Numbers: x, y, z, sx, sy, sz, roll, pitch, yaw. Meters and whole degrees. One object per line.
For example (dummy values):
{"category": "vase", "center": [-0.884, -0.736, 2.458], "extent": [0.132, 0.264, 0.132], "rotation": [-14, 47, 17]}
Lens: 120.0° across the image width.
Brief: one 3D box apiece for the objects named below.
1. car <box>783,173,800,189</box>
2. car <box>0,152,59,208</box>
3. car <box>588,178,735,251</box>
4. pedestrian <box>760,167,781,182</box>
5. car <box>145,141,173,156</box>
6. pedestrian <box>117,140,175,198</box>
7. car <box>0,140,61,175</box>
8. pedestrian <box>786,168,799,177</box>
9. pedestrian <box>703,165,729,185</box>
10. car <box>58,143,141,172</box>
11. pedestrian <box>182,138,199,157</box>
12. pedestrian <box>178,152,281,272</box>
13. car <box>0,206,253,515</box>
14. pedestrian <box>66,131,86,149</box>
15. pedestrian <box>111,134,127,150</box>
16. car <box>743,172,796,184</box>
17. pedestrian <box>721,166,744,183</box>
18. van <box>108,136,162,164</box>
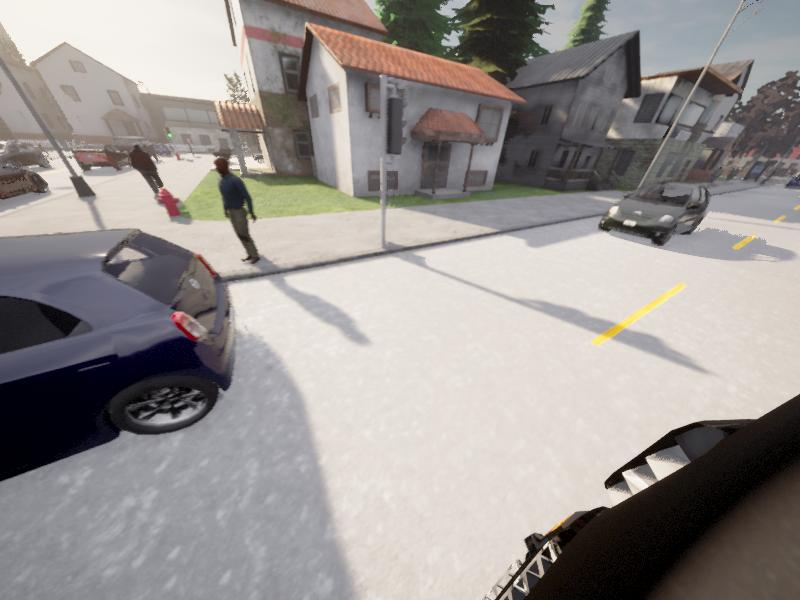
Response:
{"category": "car", "center": [51.298, -15.105, 29.322], "extent": [4.514, 1.525, 2.007], "rotation": [-16, 38, -26]}
{"category": "car", "center": [-14.661, -4.086, 7.791], "extent": [1.994, 1.385, 4.181], "rotation": [-16, 38, -26]}
{"category": "car", "center": [8.730, -3.038, 7.772], "extent": [3.988, 1.617, 1.851], "rotation": [-16, 38, -26]}
{"category": "pedestrian", "center": [55.560, -18.778, 34.645], "extent": [0.751, 1.860, 0.751], "rotation": [29, 41, 34]}
{"category": "car", "center": [-31.075, -19.492, 29.733], "extent": [1.816, 1.474, 4.193], "rotation": [-27, 43, -37]}
{"category": "pedestrian", "center": [-9.756, -5.067, 8.972], "extent": [0.751, 1.860, 0.751], "rotation": [-16, 38, -26]}
{"category": "car", "center": [-23.607, -8.539, 13.714], "extent": [2.128, 1.511, 4.902], "rotation": [-16, 38, -26]}
{"category": "pedestrian", "center": [95.596, -31.033, 56.230], "extent": [0.751, 1.860, 0.751], "rotation": [-14, 37, -23]}
{"category": "pedestrian", "center": [34.687, -13.671, 25.355], "extent": [0.751, 1.860, 0.751], "rotation": [-14, 37, -23]}
{"category": "car", "center": [-20.651, -10.051, 16.207], "extent": [2.007, 1.525, 4.514], "rotation": [-16, 38, -26]}
{"category": "pedestrian", "center": [-25.559, -18.573, 28.157], "extent": [0.751, 1.860, 0.751], "rotation": [22, 38, 26]}
{"category": "pedestrian", "center": [-2.975, -1.586, 4.226], "extent": [0.751, 1.860, 0.751], "rotation": [20, 37, 24]}
{"category": "car", "center": [-3.407, 0.449, 1.646], "extent": [3.633, 1.501, 1.845], "rotation": [-16, 38, -26]}
{"category": "pedestrian", "center": [-43.297, -21.394, 30.915], "extent": [0.751, 1.860, 0.751], "rotation": [-24, 42, -34]}
{"category": "pedestrian", "center": [-42.478, -23.917, 34.972], "extent": [0.751, 1.860, 0.751], "rotation": [-16, 38, -26]}
{"category": "car", "center": [64.022, -21.238, 40.156], "extent": [1.895, 1.301, 4.718], "rotation": [-23, 42, -34]}
{"category": "pedestrian", "center": [41.624, -15.687, 28.929], "extent": [0.751, 1.860, 0.751], "rotation": [-11, 36, -20]}
{"category": "van", "center": [-24.584, -14.139, 21.675], "extent": [1.775, 1.987, 4.442], "rotation": [-16, 38, -26]}
